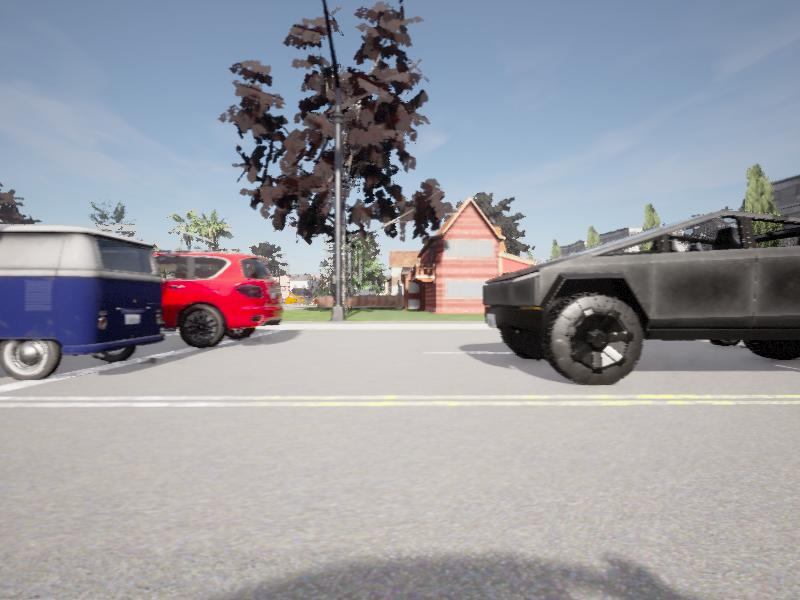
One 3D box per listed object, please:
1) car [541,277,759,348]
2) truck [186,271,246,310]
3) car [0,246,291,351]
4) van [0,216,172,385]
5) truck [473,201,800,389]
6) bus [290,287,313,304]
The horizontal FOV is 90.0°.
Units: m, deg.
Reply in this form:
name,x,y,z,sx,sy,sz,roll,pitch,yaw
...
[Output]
name,x,y,z,sx,sy,sz,roll,pitch,yaw
car,5.503,0.255,9.231,3.806,1.475,1.970,0,0,-1
truck,-19.681,-0.911,43.483,2.891,3.827,8.468,0,0,-2
car,-5.543,-0.026,9.080,5.566,2.045,2.150,0,0,-1
van,-5.906,0.001,5.578,4.442,1.987,1.775,0,0,-1
truck,4.403,-0.056,5.694,6.274,2.098,2.390,0,0,0
bus,-25.461,-1.117,104.190,3.944,4.253,10.273,0,0,-2
